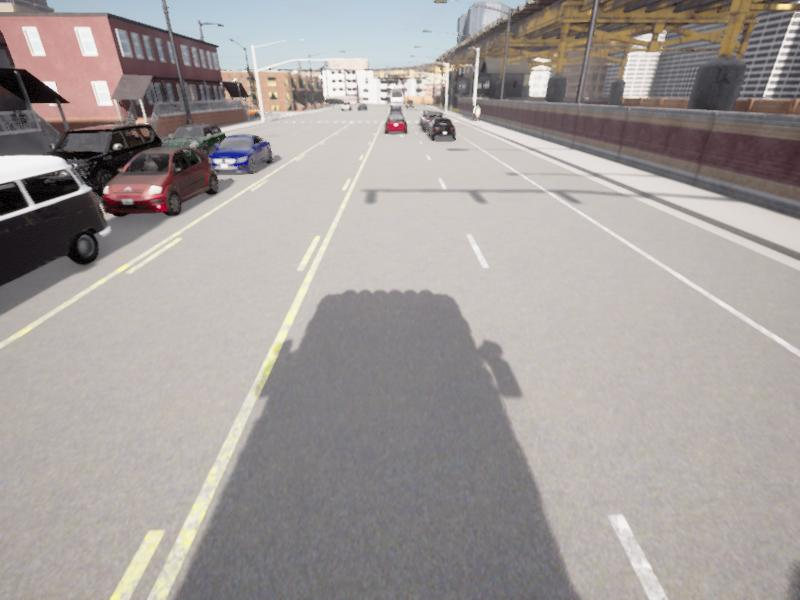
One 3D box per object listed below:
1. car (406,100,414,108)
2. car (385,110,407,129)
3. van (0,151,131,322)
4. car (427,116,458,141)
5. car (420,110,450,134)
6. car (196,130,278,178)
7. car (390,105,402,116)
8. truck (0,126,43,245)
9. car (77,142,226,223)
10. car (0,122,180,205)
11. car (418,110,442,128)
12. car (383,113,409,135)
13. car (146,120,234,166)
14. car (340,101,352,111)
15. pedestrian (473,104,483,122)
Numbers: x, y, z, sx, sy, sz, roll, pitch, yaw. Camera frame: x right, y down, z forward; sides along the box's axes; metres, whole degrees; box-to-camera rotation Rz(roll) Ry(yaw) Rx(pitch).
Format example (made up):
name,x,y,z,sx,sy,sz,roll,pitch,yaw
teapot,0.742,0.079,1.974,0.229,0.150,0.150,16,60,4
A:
name,x,y,z,sx,sy,sz,roll,pitch,yaw
car,2.491,-48.951,99.865,1.905,1.878,3.866,0,27,0
car,-0.414,-18.739,41.460,2.128,1.511,4.902,0,27,0
van,-7.060,-1.071,6.525,2.069,2.038,4.480,0,27,0
car,3.195,-13.194,30.720,1.812,1.442,4.674,0,27,0
car,3.139,-16.306,36.530,2.242,1.667,4.611,0,27,-1
car,-7.167,-6.745,18.225,1.812,1.442,4.674,0,28,0
car,-0.653,-30.810,64.931,1.882,1.535,5.008,0,27,0
truck,-10.447,-1.723,7.342,2.627,2.467,5.204,0,27,1
car,-7.116,-3.684,12.086,1.851,1.617,3.988,0,27,0
car,-10.619,-5.128,14.434,2.150,2.045,5.566,0,27,0
car,3.075,-19.339,42.610,2.128,1.511,4.902,0,27,0
car,-0.351,-15.591,35.365,2.163,1.488,4.792,0,27,0
car,-10.705,-8.320,20.924,2.097,1.767,4.553,0,27,0
car,-11.355,-41.091,84.632,1.932,1.855,4.605,0,27,0
pedestrian,9.031,-21.742,46.487,0.751,1.860,0.751,-5,28,-10
